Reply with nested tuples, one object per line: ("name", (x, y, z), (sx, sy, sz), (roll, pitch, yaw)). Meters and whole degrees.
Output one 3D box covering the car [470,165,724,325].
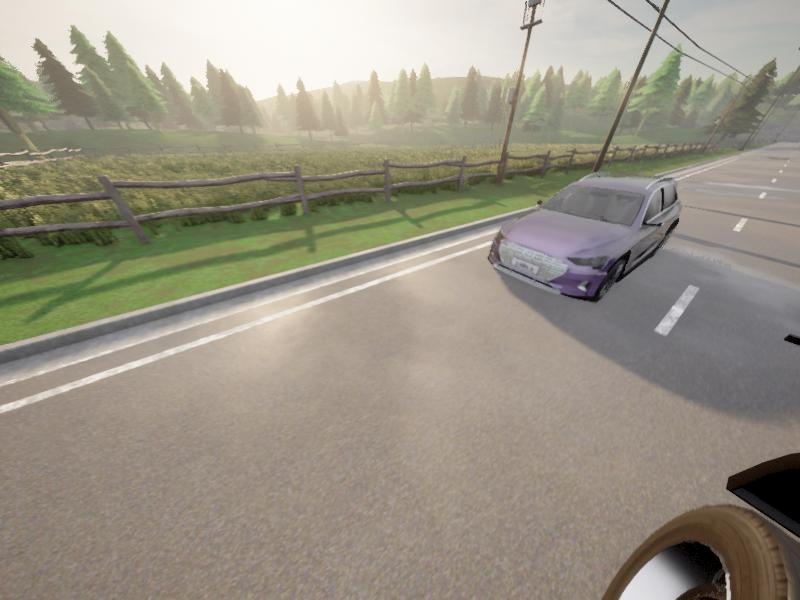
("car", (4.004, -1.588, 4.711), (4.856, 1.649, 2.033), (-22, 41, -28))
